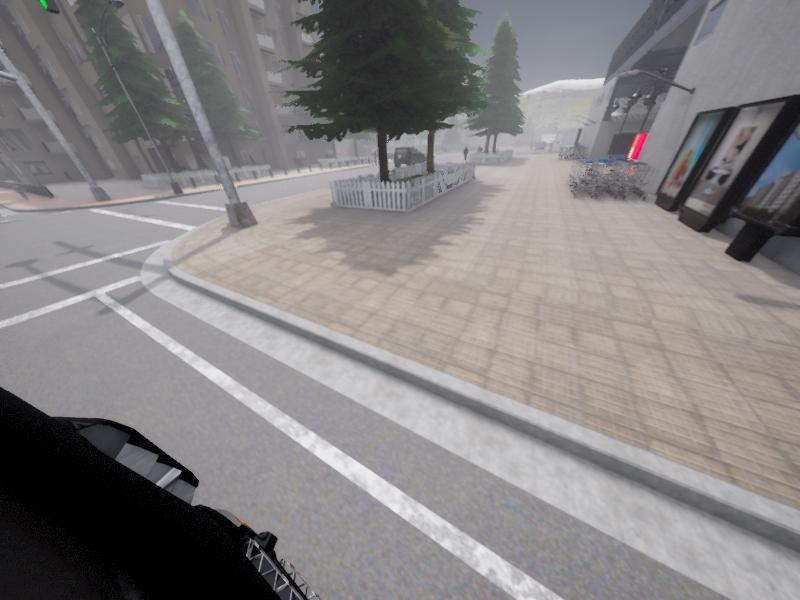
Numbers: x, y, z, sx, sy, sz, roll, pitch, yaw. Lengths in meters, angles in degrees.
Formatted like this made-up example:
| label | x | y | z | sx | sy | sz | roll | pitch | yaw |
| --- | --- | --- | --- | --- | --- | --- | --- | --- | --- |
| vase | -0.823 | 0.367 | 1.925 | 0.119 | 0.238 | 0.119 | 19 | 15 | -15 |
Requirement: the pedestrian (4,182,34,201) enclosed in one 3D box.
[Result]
| label | x | y | z | sx | sy | sz | roll | pitch | yaw |
| --- | --- | --- | --- | --- | --- | --- | --- | --- | --- |
| pedestrian | -25.307 | -7.227 | 15.369 | 0.500 | 1.100 | 0.500 | 15 | 37 | 24 |

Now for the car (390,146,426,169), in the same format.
| label | x | y | z | sx | sy | sz | roll | pitch | yaw |
| --- | --- | --- | --- | --- | --- | --- | --- | --- | --- |
| car | 1.163 | -17.663 | 28.523 | 2.150 | 2.045 | 5.566 | 14 | 37 | 24 |

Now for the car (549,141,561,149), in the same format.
| label | x | y | z | sx | sy | sz | roll | pitch | yaw |
| --- | --- | --- | --- | --- | --- | --- | --- | --- | --- |
| car | 36.623 | -36.569 | 54.516 | 1.970 | 1.475 | 3.806 | 14 | 37 | 24 |

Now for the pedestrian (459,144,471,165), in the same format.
| label | x | y | z | sx | sy | sz | roll | pitch | yaw |
| --- | --- | --- | --- | --- | --- | --- | --- | --- | --- |
| pedestrian | 7.129 | -15.867 | 25.213 | 0.751 | 1.860 | 0.751 | -17 | 36 | -20 |

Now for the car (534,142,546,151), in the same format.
| label | x | y | z | sx | sy | sz | roll | pitch | yaw |
| --- | --- | --- | --- | --- | --- | --- | --- | --- | --- |
| car | 30.548 | -33.486 | 50.327 | 1.845 | 1.501 | 3.633 | 14 | 37 | 24 |
